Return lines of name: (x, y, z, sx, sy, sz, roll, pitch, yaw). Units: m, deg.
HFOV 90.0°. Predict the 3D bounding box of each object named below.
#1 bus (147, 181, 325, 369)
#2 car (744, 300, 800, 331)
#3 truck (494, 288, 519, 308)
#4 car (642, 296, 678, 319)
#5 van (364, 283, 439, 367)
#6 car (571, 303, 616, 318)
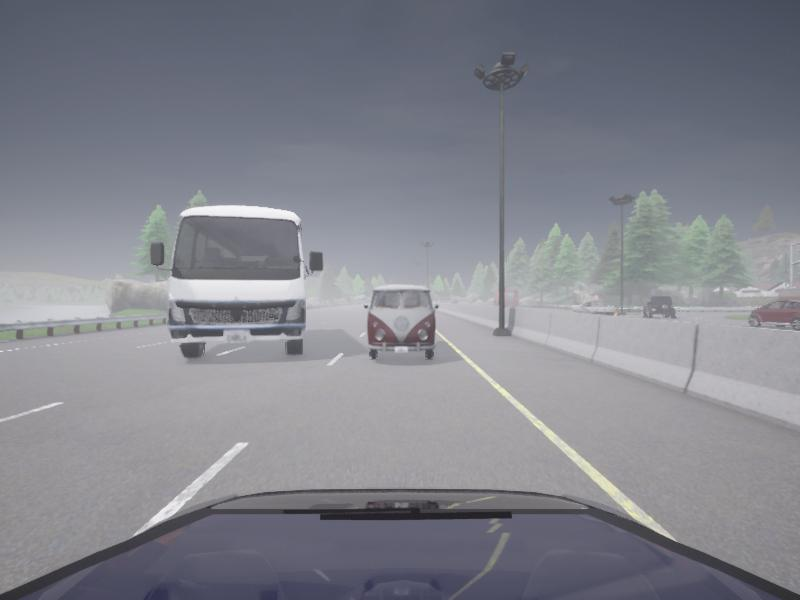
bus: (-5.014, -0.549, 14.504, 3.944, 4.253, 10.273, 0, 0, -14)
car: (21.073, 0.786, 21.643, 1.789, 1.549, 3.705, 0, 0, 0)
truck: (21.268, -0.416, 80.545, 2.891, 3.827, 8.468, 0, 0, 0)
car: (21.997, 0.607, 33.981, 1.905, 1.878, 3.866, -1, 0, 23)
van: (0.041, 0.585, 11.626, 1.775, 1.987, 4.442, 0, 0, 0)
car: (17.622, 0.902, 36.746, 1.895, 1.301, 4.718, 0, 0, 0)
